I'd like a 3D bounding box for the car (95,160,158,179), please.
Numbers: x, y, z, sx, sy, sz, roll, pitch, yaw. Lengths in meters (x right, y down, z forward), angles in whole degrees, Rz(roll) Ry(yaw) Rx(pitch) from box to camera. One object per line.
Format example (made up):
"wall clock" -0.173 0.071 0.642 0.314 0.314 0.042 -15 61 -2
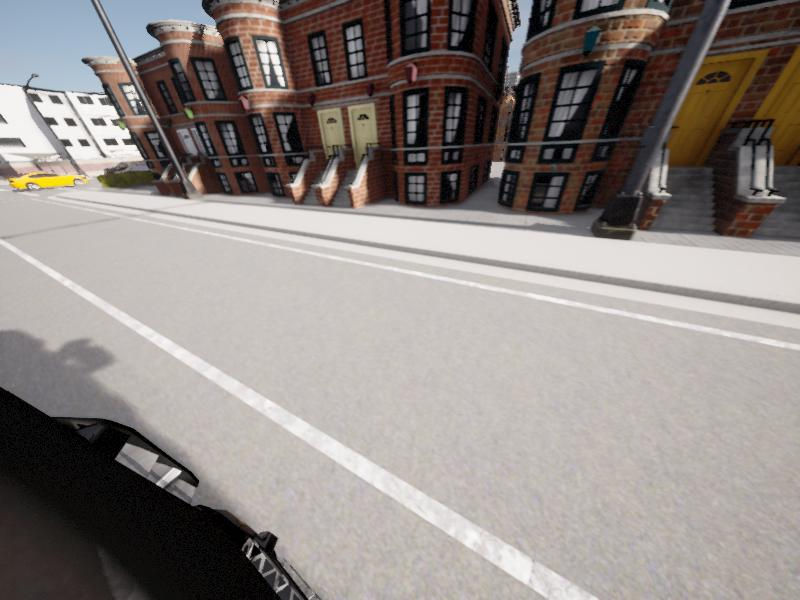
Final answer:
"car" -41.115 -19.850 34.963 2.150 2.045 5.566 15 37 25

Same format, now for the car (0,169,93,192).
"car" -36.277 -12.442 23.938 1.882 1.535 5.008 14 37 24

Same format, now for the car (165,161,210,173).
"car" -37.285 -23.500 40.756 2.033 1.411 5.357 16 38 25

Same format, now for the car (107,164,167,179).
"car" -38.085 -18.701 33.604 2.033 1.411 5.357 15 37 25
